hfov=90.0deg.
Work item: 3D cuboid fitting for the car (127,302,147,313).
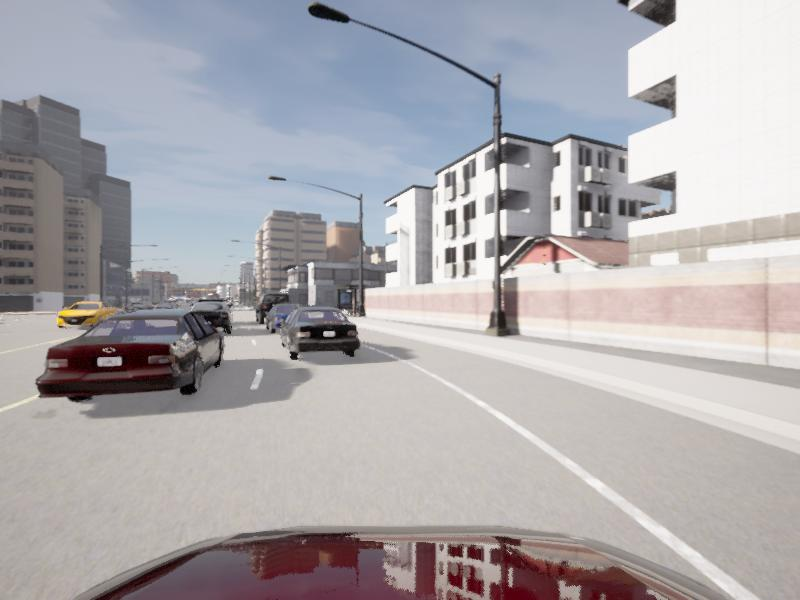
[{"bbox_3d":[-37.178,1.008,56.668,1.812,1.442,4.674,0,-1,-25],"label":"car"}]

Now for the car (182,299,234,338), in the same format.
[{"bbox_3d":[-9.154,0.772,19.435,1.930,1.638,5.238,0,0,-22],"label":"car"}]

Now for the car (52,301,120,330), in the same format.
[{"bbox_3d":[-18.506,0.831,23.867,1.882,1.535,5.008,0,0,-23],"label":"car"}]

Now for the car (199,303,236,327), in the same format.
[{"bbox_3d":[-12.041,0.895,26.628,2.033,1.411,5.357,0,0,-23],"label":"car"}]

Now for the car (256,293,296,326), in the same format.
[{"bbox_3d":[-8.716,0.565,27.741,2.150,2.045,5.566,0,0,-23],"label":"car"}]

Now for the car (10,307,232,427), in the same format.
[{"bbox_3d":[-4.708,0.895,7.876,2.033,1.411,5.357,0,0,-17],"label":"car"}]

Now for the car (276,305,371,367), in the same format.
[{"bbox_3d":[-2.622,0.892,12.357,2.033,1.411,5.357,0,0,-20],"label":"car"}]

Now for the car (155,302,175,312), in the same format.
[{"bbox_3d":[-33.623,1.017,57.331,2.033,1.411,5.357,0,-1,-25],"label":"car"}]

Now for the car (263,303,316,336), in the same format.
[{"bbox_3d":[-5.779,0.891,20.474,2.033,1.411,5.357,0,0,-22],"label":"car"}]
